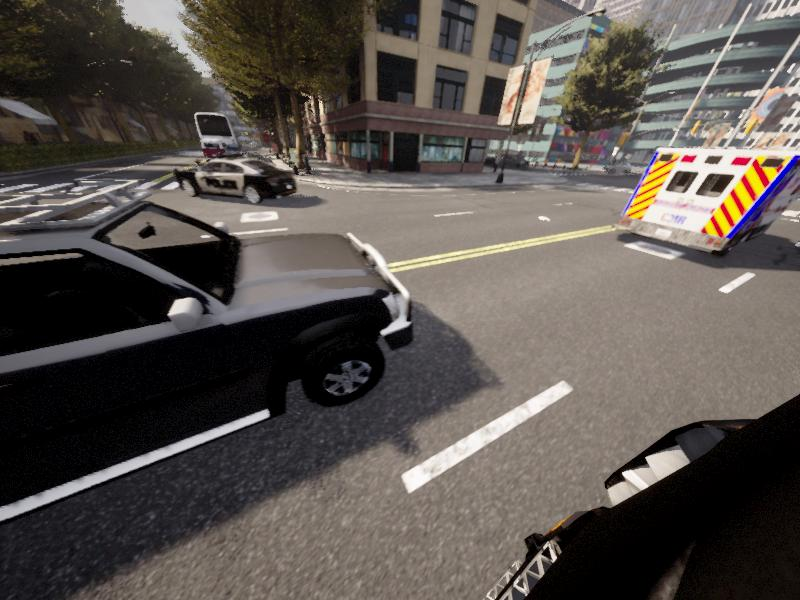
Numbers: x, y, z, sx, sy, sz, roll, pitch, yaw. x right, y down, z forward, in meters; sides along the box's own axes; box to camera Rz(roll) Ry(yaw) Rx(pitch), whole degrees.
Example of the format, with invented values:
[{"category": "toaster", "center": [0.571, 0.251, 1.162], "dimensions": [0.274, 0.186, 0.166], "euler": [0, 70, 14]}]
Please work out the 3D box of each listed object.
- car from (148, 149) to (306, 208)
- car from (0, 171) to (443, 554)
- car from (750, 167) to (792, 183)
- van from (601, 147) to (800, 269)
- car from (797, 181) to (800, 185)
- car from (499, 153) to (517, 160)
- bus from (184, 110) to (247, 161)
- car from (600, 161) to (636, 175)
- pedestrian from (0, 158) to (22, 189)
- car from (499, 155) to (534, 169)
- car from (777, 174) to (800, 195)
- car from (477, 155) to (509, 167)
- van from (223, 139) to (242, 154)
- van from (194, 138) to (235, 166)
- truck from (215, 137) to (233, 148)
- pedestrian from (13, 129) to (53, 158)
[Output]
[{"category": "car", "center": [-6.994, -5.193, 9.715], "dimensions": [5.238, 1.638, 1.930], "euler": [10, 35, 10]}, {"category": "car", "center": [-2.229, 0.133, 1.884], "dimensions": [4.605, 1.855, 1.932], "euler": [-14, 37, -23]}, {"category": "car", "center": [52.753, -17.759, 32.871], "dimensions": [4.605, 1.855, 1.932], "euler": [-13, 37, -24]}, {"category": "van", "center": [9.822, -3.060, 7.082], "dimensions": [6.366, 2.431, 2.351], "euler": [-14, 37, -23]}, {"category": "car", "center": [57.651, -16.794, 31.783], "dimensions": [4.605, 1.855, 1.932], "euler": [-14, 37, -23]}, {"category": "car", "center": [33.601, -44.812, 72.156], "dimensions": [2.161, 1.482, 4.786], "euler": [-14, 37, -24]}, {"category": "bus", "center": [-22.016, -20.038, 28.487], "dimensions": [3.944, 4.253, 10.273], "euler": [-14, 38, -24]}, {"category": "car", "center": [34.294, -20.853, 36.415], "dimensions": [1.845, 1.501, 3.633], "euler": [-22, 41, -32]}, {"category": "pedestrian", "center": [-16.712, -5.496, 9.192], "dimensions": [0.751, 1.860, 0.751], "euler": [-14, 37, -24]}, {"category": "car", "center": [19.401, -23.176, 38.646], "dimensions": [2.242, 1.667, 4.611], "euler": [-14, 37, -23]}, {"category": "car", "center": [39.547, -10.452, 21.220], "dimensions": [4.974, 1.542, 2.038], "euler": [8, 34, 8]}, {"category": "car", "center": [15.468, -23.270, 38.693], "dimensions": [1.812, 1.442, 4.674], "euler": [-14, 37, -23]}, {"category": "van", "center": [-27.780, -25.626, 38.464], "dimensions": [1.775, 1.987, 4.442], "euler": [-14, 37, -24]}, {"category": "van", "center": [-17.615, -14.310, 22.218], "dimensions": [2.069, 2.038, 4.480], "euler": [-14, 37, -24]}, {"category": "truck", "center": [-43.303, -38.815, 56.957], "dimensions": [2.390, 2.098, 6.274], "euler": [-14, 37, -24]}, {"category": "pedestrian", "center": [-29.268, -12.492, 18.454], "dimensions": [0.751, 1.860, 0.751], "euler": [-18, 39, -28]}]
